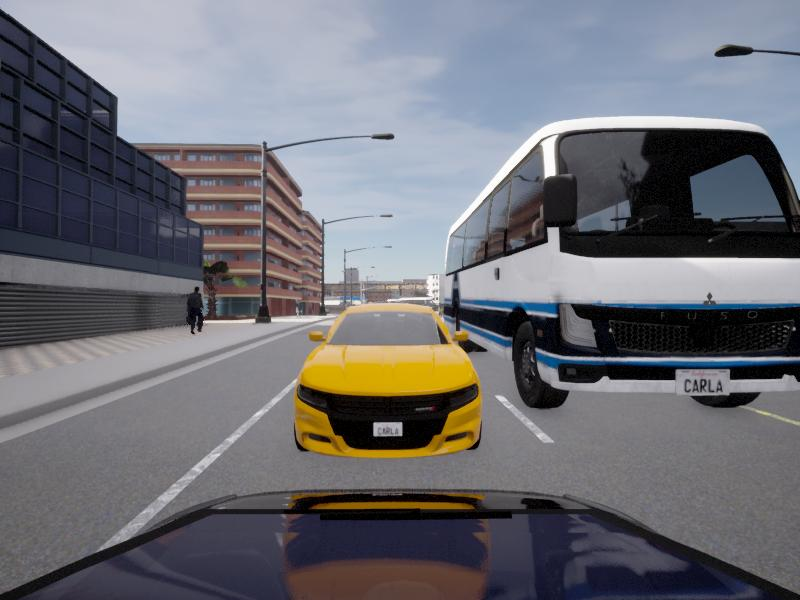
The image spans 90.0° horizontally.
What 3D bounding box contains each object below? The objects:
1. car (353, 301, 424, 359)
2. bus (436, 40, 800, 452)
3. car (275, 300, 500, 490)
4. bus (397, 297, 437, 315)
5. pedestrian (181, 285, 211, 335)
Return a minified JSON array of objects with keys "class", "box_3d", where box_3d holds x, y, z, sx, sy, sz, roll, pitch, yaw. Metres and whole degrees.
[{"class":"car","box_3d":[-0.325,0.768,12.619,1.812,1.442,4.674,0,1,-1]},{"class":"bus","box_3d":[3.384,-0.601,9.306,3.944,4.253,10.273,0,1,-1]},{"class":"car","box_3d":[-0.158,0.790,5.854,1.882,1.535,5.008,0,1,-1]},{"class":"bus","box_3d":[4.260,1.501,101.673,10.273,4.253,3.944,-1,-1,44]},{"class":"pedestrian","box_3d":[-7.771,0.362,15.290,0.751,1.860,0.751,0,-1,1]}]
